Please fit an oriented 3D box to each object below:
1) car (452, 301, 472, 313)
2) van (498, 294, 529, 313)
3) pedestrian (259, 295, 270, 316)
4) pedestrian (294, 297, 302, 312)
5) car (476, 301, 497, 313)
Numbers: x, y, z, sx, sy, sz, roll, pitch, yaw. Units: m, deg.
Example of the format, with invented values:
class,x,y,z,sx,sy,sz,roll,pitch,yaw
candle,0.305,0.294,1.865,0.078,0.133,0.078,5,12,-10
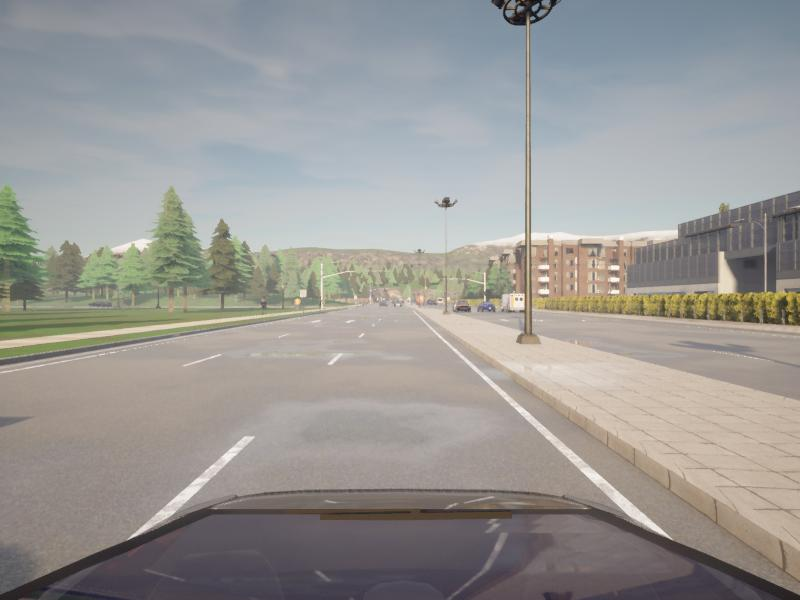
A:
class,x,y,z,sx,sy,sz,roll,pitch,yaw
car,8.250,0.874,53.841,2.038,1.542,4.974,0,0,1
van,15.255,0.426,54.148,2.351,2.431,6.366,0,0,0
pedestrian,-12.511,0.518,36.894,0.751,1.860,0.751,0,0,2
pedestrian,-12.236,0.527,48.110,0.751,1.860,0.751,0,0,2
car,11.755,0.918,54.568,1.812,1.442,4.674,0,0,0
